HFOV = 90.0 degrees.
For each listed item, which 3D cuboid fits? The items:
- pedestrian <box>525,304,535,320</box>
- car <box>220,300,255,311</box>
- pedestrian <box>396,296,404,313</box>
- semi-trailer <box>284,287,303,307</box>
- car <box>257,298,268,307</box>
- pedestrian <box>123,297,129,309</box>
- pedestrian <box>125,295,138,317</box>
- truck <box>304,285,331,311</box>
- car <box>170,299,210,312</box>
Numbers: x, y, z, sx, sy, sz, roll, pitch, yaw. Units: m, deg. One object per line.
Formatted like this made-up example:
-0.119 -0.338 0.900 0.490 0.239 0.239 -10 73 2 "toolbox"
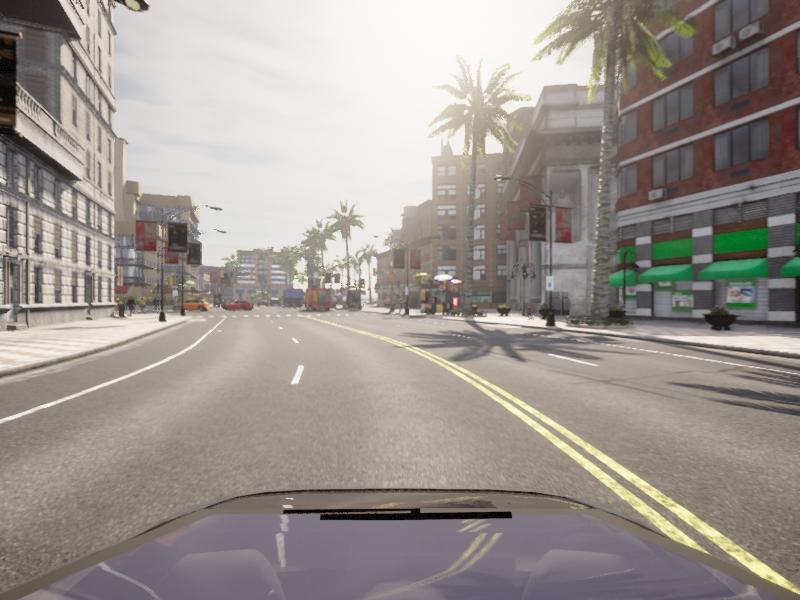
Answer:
9.393 0.858 28.981 0.500 1.100 0.500 0 0 -21 "pedestrian"
-24.220 0.831 59.684 4.514 1.525 2.007 0 0 8 "car"
0.007 0.480 44.049 0.751 1.860 0.751 0 0 11 "pedestrian"
-25.417 -0.620 95.068 2.717 4.402 14.254 0 0 -21 "semi-trailer"
-30.820 0.569 89.661 2.150 2.045 5.566 0 0 -22 "car"
-42.572 0.494 62.126 0.751 1.860 0.751 0 0 -32 "pedestrian"
-22.330 0.490 33.301 0.751 1.860 0.751 0 0 -21 "pedestrian"
-13.134 -0.323 63.276 2.891 3.827 8.468 0 0 -21 "truck"
-29.149 0.699 55.700 4.553 1.767 2.097 0 0 -12 "car"
